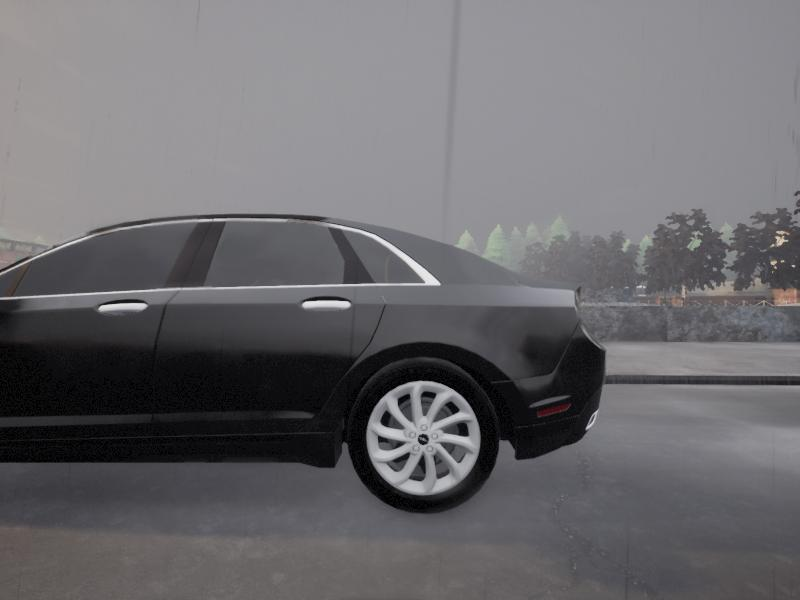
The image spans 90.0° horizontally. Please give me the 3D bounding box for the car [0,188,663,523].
[{"bbox_3d":[-1.245,0.245,2.780,4.892,1.490,1.837,0,0,2],"label":"car"}]

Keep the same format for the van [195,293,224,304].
[{"bbox_3d":[-45.096,-0.299,94.688,5.915,2.561,1.988,0,0,2],"label":"van"}]

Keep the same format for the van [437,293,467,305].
[{"bbox_3d":[11.584,-0.227,88.819,6.366,2.431,2.351,0,0,2],"label":"van"}]

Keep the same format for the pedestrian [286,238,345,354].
[{"bbox_3d":[-1.435,-0.067,6.893,0.751,1.860,0.751,0,0,14],"label":"pedestrian"}]

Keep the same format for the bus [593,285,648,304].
[{"bbox_3d":[50.254,-1.139,91.432,10.273,4.253,3.944,0,0,2],"label":"bus"}]
